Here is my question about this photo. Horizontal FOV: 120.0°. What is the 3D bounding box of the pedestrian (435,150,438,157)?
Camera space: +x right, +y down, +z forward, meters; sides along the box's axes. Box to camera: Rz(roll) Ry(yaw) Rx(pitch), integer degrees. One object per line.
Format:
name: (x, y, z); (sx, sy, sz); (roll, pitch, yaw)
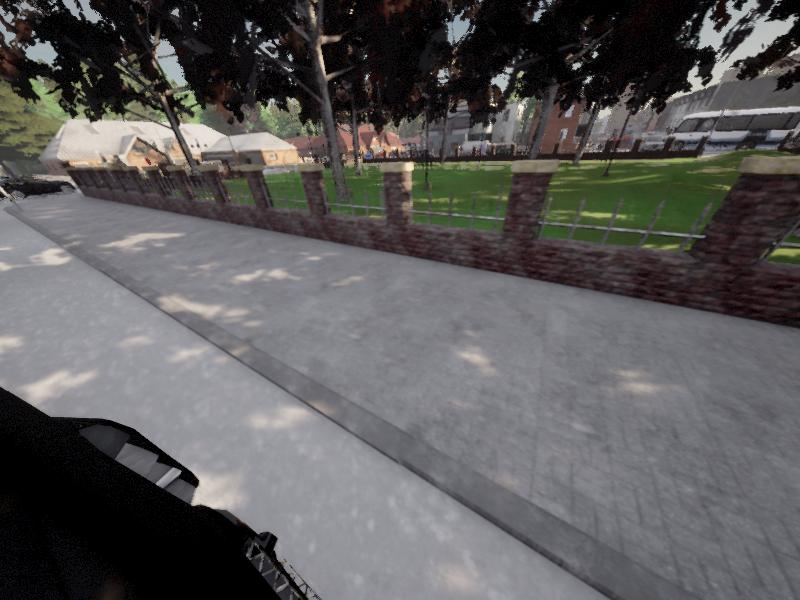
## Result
pedestrian: (7.499, -30.034, 47.427); (0.500, 1.100, 0.500); (17, 38, 27)

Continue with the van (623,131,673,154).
van: (34.458, -22.043, 32.431); (2.351, 2.431, 6.366); (12, 36, 20)

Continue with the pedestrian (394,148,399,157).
pedestrian: (-0.756, -35.238, 55.234); (0.751, 1.860, 0.751); (22, 41, 33)

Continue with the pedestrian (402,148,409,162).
pedestrian: (0.903, -23.440, 37.305); (0.751, 1.860, 0.751); (16, 38, 26)

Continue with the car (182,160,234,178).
car: (-25.229, -17.428, 30.577); (2.242, 1.667, 4.611); (16, 38, 26)

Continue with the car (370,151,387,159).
car: (-5.414, -37.008, 58.901); (1.994, 1.385, 4.181); (16, 38, 26)

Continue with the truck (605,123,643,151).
truck: (42.233, -30.901, 43.945); (2.891, 3.827, 8.468); (16, 38, 26)

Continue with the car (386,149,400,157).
car: (-1.947, -40.602, 63.846); (1.851, 1.617, 3.988); (16, 38, 26)

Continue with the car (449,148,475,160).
car: (10.150, -23.909, 37.858); (3.633, 1.501, 1.845); (15, 37, 25)

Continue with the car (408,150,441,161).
car: (4.308, -25.675, 41.074); (5.357, 1.411, 2.033); (17, 38, 27)

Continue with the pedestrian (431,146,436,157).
pedestrian: (6.786, -30.192, 47.031); (0.751, 1.860, 0.751); (27, 44, 37)

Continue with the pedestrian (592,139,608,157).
pedestrian: (25.646, -19.459, 29.662); (0.751, 1.860, 0.751); (-8, 34, -8)

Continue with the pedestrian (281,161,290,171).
pedestrian: (-14.880, -17.387, 30.035); (0.500, 1.100, 0.500); (16, 38, 26)

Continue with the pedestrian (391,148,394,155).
pedestrian: (-2.345, -45.830, 71.294); (0.751, 1.860, 0.751); (-28, 41, -32)

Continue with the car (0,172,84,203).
car: (-29.092, -8.827, 18.019); (1.882, 1.535, 5.008); (-3, 33, 2)

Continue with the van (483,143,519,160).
van: (15.301, -22.580, 35.059); (4.442, 1.987, 1.775); (15, 37, 24)

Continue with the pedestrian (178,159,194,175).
pedestrian: (-29.671, -18.455, 32.036); (0.751, 1.860, 0.751); (7, 35, 14)

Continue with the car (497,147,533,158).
car: (18.564, -23.831, 37.329); (4.718, 1.301, 1.895); (18, 39, 28)

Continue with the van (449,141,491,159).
van: (12.200, -26.340, 40.557); (6.366, 2.431, 2.351); (16, 38, 26)

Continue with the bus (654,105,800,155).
bus: (38.710, -20.028, 27.602); (10.273, 4.253, 3.944); (26, 45, 35)
